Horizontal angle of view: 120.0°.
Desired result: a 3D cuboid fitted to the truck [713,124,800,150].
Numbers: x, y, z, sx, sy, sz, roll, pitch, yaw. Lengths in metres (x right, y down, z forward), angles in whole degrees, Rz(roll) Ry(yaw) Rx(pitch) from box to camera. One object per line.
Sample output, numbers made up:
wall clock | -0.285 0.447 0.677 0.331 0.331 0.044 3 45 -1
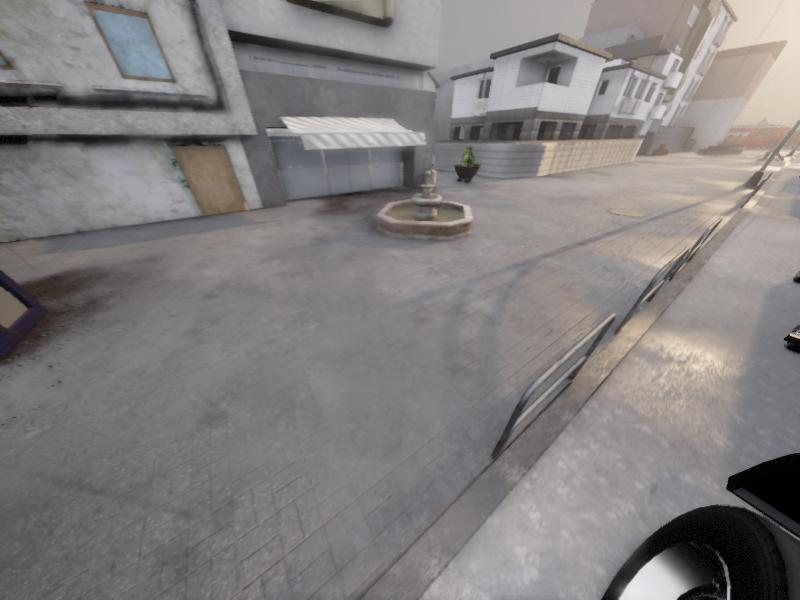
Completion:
truck | 67.939 -31.154 44.229 2.891 3.827 8.468 -22 40 -27

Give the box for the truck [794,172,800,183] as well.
truck | 25.393 -7.911 12.809 5.204 2.467 2.627 -21 40 -28

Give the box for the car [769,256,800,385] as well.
car | 6.765 -0.016 2.751 4.718 1.301 1.895 -22 40 -27

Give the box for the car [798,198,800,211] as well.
car | 16.834 -4.059 8.340 4.181 1.385 1.994 -22 41 -28
